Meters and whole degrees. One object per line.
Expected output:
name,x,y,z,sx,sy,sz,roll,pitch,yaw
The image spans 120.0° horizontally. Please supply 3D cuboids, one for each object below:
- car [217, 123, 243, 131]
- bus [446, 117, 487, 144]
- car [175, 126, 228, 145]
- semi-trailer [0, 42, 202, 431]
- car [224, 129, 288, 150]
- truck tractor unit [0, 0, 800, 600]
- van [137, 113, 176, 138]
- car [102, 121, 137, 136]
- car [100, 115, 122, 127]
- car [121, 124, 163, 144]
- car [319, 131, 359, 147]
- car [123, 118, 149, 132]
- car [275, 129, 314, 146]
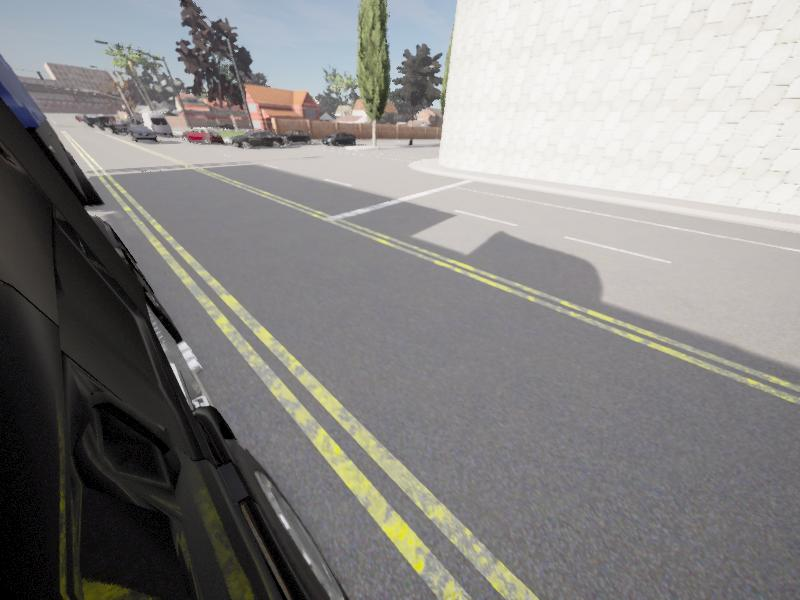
car,-43.925,-44.630,59.665,1.837,1.490,4.892,27,43,29
bus,14.727,-37.012,50.667,3.944,4.253,10.273,28,42,30
car,-21.399,-17.783,24.999,3.806,1.475,1.970,9,37,9
semi-trailer,-8.701,-3.589,4.246,14.254,4.402,2.717,28,44,30
car,-14.240,-16.051,23.090,1.837,1.490,4.892,31,46,32
truck tractor unit,-2.645,-0.295,0.351,6.516,4.208,3.053,28,44,30
van,-34.023,-24.406,32.238,5.915,2.561,1.988,28,44,30
car,-39.300,-24.085,32.353,4.902,1.511,2.128,28,44,30
car,-69.658,-43.175,55.615,5.566,2.045,2.150,28,44,30
car,-27.350,-17.565,24.418,5.357,1.411,2.033,30,45,32
car,-7.664,-20.452,29.366,2.007,1.525,4.514,28,43,30
car,-46.115,-30.574,40.340,4.605,1.855,1.932,28,43,30
car,-12.953,-20.064,28.504,1.789,1.549,3.705,28,43,30
